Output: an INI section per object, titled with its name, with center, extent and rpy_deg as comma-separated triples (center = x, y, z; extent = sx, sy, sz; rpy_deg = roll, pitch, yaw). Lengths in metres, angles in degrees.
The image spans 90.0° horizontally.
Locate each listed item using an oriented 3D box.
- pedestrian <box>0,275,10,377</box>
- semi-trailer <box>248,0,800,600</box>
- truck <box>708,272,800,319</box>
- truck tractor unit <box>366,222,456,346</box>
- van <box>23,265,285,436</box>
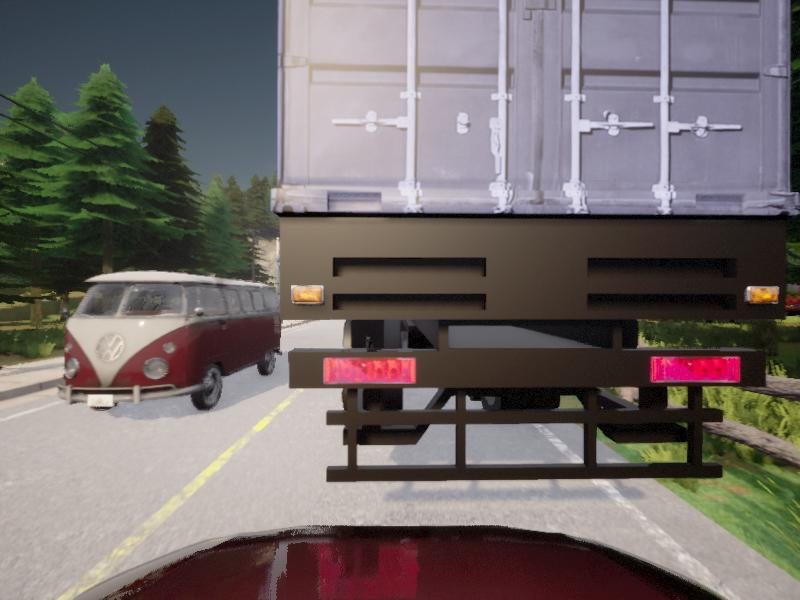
[pedestrian]
center = -7.695, 0.472, 7.186
extent = 0.751, 1.860, 0.751
rpy_deg = 0, 0, 21
[semi-trailer]
center = 0.489, -0.633, 8.962
extent = 2.717, 4.402, 14.254
rpy_deg = 0, 0, -1
[truck]
center = 32.531, -0.362, 34.982
extent = 2.891, 3.827, 8.468
rpy_deg = 0, 0, -43
[truck tractor unit]
center = 0.253, -0.553, 16.871
extent = 3.053, 4.208, 6.516
rpy_deg = 0, 0, -2
[van]
center = -3.501, 0.587, 6.885
extent = 1.775, 1.987, 4.442
rpy_deg = 0, 0, 0
